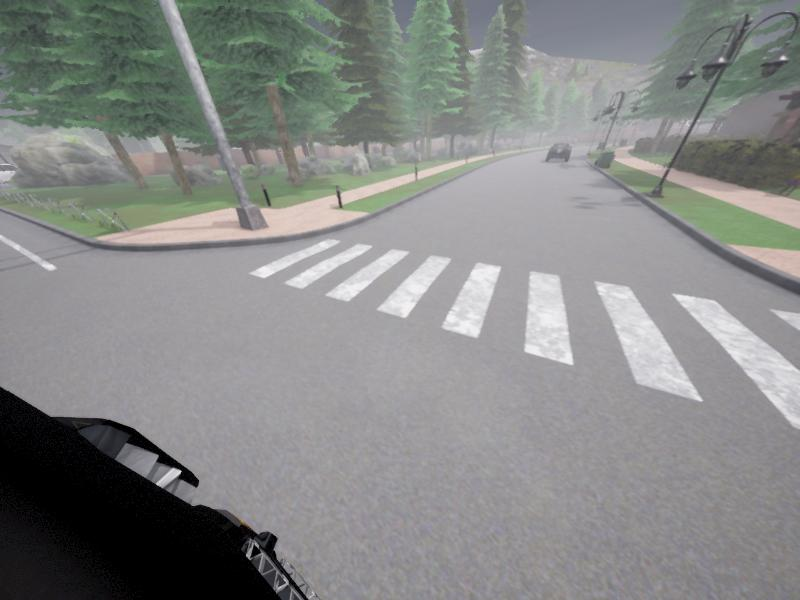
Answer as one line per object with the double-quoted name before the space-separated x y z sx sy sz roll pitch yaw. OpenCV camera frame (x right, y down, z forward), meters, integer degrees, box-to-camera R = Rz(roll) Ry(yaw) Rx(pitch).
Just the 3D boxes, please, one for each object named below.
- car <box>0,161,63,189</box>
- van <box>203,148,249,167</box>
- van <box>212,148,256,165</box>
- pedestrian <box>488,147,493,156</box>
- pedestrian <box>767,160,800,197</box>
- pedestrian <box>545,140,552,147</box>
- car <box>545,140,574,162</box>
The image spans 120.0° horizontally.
"car" -38.910 -12.329 22.885 2.150 2.045 5.566 8 36 16
"van" -30.995 -25.594 41.414 1.988 2.561 5.915 14 38 23
"van" -32.453 -28.248 45.502 2.351 2.431 6.366 14 38 23
"pedestrian" 13.155 -21.565 33.578 0.500 1.100 0.500 17 39 26
"pedestrian" 13.883 -4.255 8.093 0.500 1.100 0.500 14 38 23
"pedestrian" 33.996 -35.651 52.741 0.751 1.300 0.751 -24 40 -28
"car" 17.585 -16.408 25.410 2.097 1.767 4.553 17 39 27
